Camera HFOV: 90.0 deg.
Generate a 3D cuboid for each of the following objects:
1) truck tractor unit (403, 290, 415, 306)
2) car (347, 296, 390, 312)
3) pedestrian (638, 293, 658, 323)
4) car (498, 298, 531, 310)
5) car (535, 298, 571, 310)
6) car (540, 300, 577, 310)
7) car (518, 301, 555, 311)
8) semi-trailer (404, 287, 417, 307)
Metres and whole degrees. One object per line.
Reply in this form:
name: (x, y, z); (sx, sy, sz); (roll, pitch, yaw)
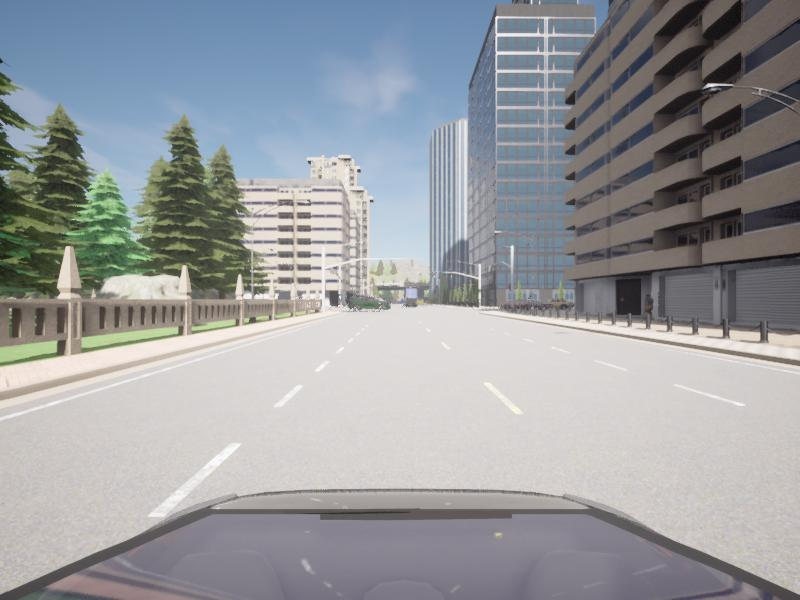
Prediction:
truck tractor unit: (2.314, -0.497, 104.145); (3.053, 4.208, 6.516); (0, 0, -1)
car: (-4.066, 0.557, 52.682); (5.566, 2.045, 2.150); (0, 0, 0)
pedestrian: (15.504, 0.483, 25.004); (0.751, 1.860, 0.751); (0, 0, -9)
car: (18.110, 0.639, 63.311); (4.553, 1.767, 2.097); (0, 0, 0)
car: (22.836, 0.597, 59.821); (4.605, 1.855, 1.932); (0, 0, 0)
car: (25.061, 0.781, 63.333); (4.902, 1.511, 2.128); (0, 0, 0)
car: (19.173, 0.814, 56.303); (4.674, 1.442, 1.812); (0, 0, 0)
semi-trailer: (2.421, -0.619, 96.226); (2.717, 4.402, 14.254); (0, 0, -1)
